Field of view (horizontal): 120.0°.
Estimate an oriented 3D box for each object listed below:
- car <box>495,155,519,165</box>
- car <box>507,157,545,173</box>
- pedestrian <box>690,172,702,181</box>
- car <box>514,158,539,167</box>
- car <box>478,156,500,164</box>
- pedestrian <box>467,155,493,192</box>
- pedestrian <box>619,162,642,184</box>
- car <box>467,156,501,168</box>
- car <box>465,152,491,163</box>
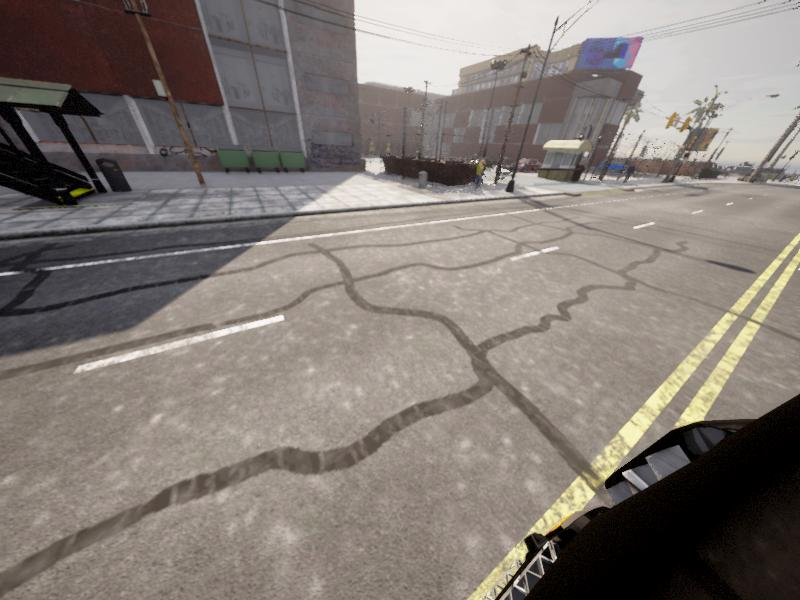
[{"bbox_3d":[23.786,-31.069,51.271,4.553,1.767,2.185,-16,38,-26],"label":"car"},{"bbox_3d":[17.573,-18.865,32.248,4.553,1.767,2.185,-16,38,-26],"label":"car"},{"bbox_3d":[40.706,-16.997,31.777,0.500,1.100,0.500,-12,36,-22],"label":"pedestrian"},{"bbox_3d":[26.249,-28.483,47.846,4.674,1.452,2.002,-16,38,-26],"label":"car"},{"bbox_3d":[21.241,-33.370,54.999,4.786,1.482,2.161,-16,38,-26],"label":"car"},{"bbox_3d":[4.807,-7.631,13.963,0.751,1.860,0.751,-16,38,-26],"label":"pedestrian"},{"bbox_3d":[22.689,-12.493,22.790,0.751,1.860,0.751,-17,38,-28],"label":"pedestrian"},{"bbox_3d":[13.703,-22.504,37.685,5.008,1.535,2.097,-16,38,-26],"label":"car"},{"bbox_3d":[19.325,-35.273,57.240,5.566,2.045,2.435,-16,38,-26],"label":"car"}]
